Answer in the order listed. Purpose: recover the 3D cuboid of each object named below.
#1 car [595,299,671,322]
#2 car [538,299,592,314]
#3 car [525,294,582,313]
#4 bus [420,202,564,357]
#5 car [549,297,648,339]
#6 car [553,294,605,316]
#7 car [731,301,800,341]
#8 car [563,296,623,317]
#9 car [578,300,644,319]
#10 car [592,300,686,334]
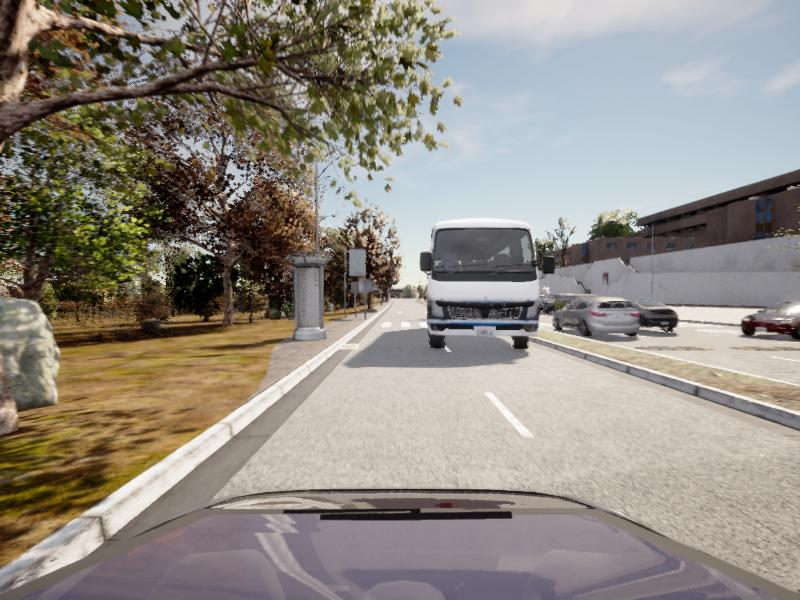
[{"bbox_3d":[16.824,0.744,28.952,4.792,1.488,2.163,1,1,-20],"label":"car"},{"bbox_3d":[16.851,0.647,40.917,4.892,1.521,2.231,1,0,-20],"label":"car"},{"bbox_3d":[16.838,0.377,43.884,5.566,2.045,2.435,1,1,-20],"label":"car"},{"bbox_3d":[2.906,-0.578,16.243,3.944,4.253,10.273,0,0,4],"label":"bus"},{"bbox_3d":[8.769,0.699,18.245,2.242,1.667,4.611,0,0,0],"label":"car"},{"bbox_3d":[16.967,0.438,37.976,4.442,1.987,1.878,1,0,-20],"label":"car"},{"bbox_3d":[16.817,0.812,16.946,4.792,1.488,2.163,1,1,-20],"label":"car"},{"bbox_3d":[16.826,0.554,34.942,4.553,1.767,2.185,1,0,-20],"label":"car"},{"bbox_3d":[16.847,0.737,31.971,4.674,1.452,2.002,1,0,-20],"label":"car"},{"bbox_3d":[11.778,0.775,20.204,1.837,1.490,4.892,0,0,0],"label":"car"}]
